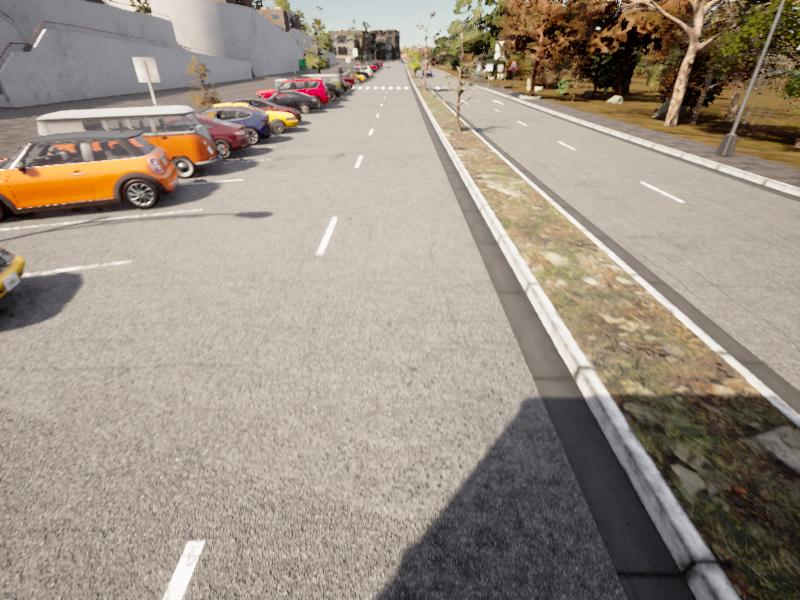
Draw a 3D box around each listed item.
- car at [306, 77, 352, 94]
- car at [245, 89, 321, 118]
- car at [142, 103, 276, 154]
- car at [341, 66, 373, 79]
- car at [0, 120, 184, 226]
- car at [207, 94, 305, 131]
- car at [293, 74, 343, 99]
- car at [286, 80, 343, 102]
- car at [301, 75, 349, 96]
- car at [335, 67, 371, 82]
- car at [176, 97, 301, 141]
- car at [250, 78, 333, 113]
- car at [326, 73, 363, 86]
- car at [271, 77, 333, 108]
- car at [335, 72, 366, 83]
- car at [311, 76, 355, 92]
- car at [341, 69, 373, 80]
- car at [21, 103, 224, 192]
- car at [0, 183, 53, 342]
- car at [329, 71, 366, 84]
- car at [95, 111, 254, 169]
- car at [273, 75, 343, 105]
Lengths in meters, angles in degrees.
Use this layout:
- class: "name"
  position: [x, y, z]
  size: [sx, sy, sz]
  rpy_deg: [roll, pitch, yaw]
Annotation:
- class: "car"
  position: [-8.093, -24.446, 45.572]
  size: [4.674, 1.452, 2.002]
  rpy_deg: [-11, 33, -17]
- class: "car"
  position: [-8.082, -13.661, 27.688]
  size: [4.674, 1.452, 2.002]
  rpy_deg: [-11, 33, -17]
- class: "car"
  position: [-8.106, -7.542, 17.419]
  size: [4.792, 1.488, 2.163]
  rpy_deg: [-11, 32, -17]
- class: "car"
  position: [-8.145, -43.372, 76.221]
  size: [5.566, 2.045, 2.435]
  rpy_deg: [-11, 33, -17]
- class: "car"
  position: [-8.048, -3.144, 9.643]
  size: [4.553, 1.767, 2.185]
  rpy_deg: [-11, 32, -17]
- class: "car"
  position: [-8.056, -10.609, 22.572]
  size: [4.792, 1.488, 2.163]
  rpy_deg: [-11, 32, -17]
- class: "car"
  position: [-8.206, -21.568, 40.292]
  size: [4.442, 1.987, 1.878]
  rpy_deg: [-11, 33, -17]
- class: "car"
  position: [-8.087, -19.856, 37.891]
  size: [4.892, 1.521, 2.231]
  rpy_deg: [-11, 33, -17]
- class: "car"
  position: [-8.068, -23.052, 42.941]
  size: [4.553, 1.767, 2.185]
  rpy_deg: [-11, 33, -17]
- class: "car"
  position: [-8.089, -38.680, 68.563]
  size: [5.566, 2.045, 2.435]
  rpy_deg: [-11, 32, -17]
- class: "car"
  position: [-7.910, -9.141, 20.040]
  size: [5.366, 1.575, 1.946]
  rpy_deg: [-11, 32, -17]
- class: "car"
  position: [-8.117, -15.441, 30.085]
  size: [5.566, 2.045, 2.435]
  rpy_deg: [-11, 33, -17]
- class: "car"
  position: [-8.079, -32.218, 58.429]
  size: [4.792, 1.488, 2.163]
  rpy_deg: [-11, 32, -17]
- class: "car"
  position: [-7.984, -16.992, 32.704]
  size: [4.442, 1.987, 1.878]
  rpy_deg: [-11, 32, -17]
- class: "car"
  position: [-8.114, -36.866, 66.133]
  size: [4.674, 1.452, 2.002]
  rpy_deg: [-11, 32, -17]
- class: "car"
  position: [-8.073, -26.015, 48.150]
  size: [4.792, 1.488, 2.163]
  rpy_deg: [-11, 32, -17]
- class: "car"
  position: [-7.943, -41.630, 73.856]
  size: [5.366, 1.575, 1.946]
  rpy_deg: [-11, 33, -17]
- class: "car"
  position: [-7.972, -4.763, 12.204]
  size: [4.442, 1.987, 1.878]
  rpy_deg: [-11, 32, -17]
- class: "car"
  position: [-7.899, -0.057, 4.603]
  size: [5.366, 1.575, 1.946]
  rpy_deg: [-11, 31, -17]
- class: "car"
  position: [-8.280, -35.307, 63.484]
  size: [5.366, 1.575, 1.946]
  rpy_deg: [-11, 33, -17]
- class: "car"
  position: [-8.073, -6.023, 14.865]
  size: [4.674, 1.452, 2.002]
  rpy_deg: [-11, 32, -17]
- class: "car"
  position: [-8.069, -18.539, 35.219]
  size: [5.566, 2.045, 2.435]
  rpy_deg: [-11, 32, -17]
